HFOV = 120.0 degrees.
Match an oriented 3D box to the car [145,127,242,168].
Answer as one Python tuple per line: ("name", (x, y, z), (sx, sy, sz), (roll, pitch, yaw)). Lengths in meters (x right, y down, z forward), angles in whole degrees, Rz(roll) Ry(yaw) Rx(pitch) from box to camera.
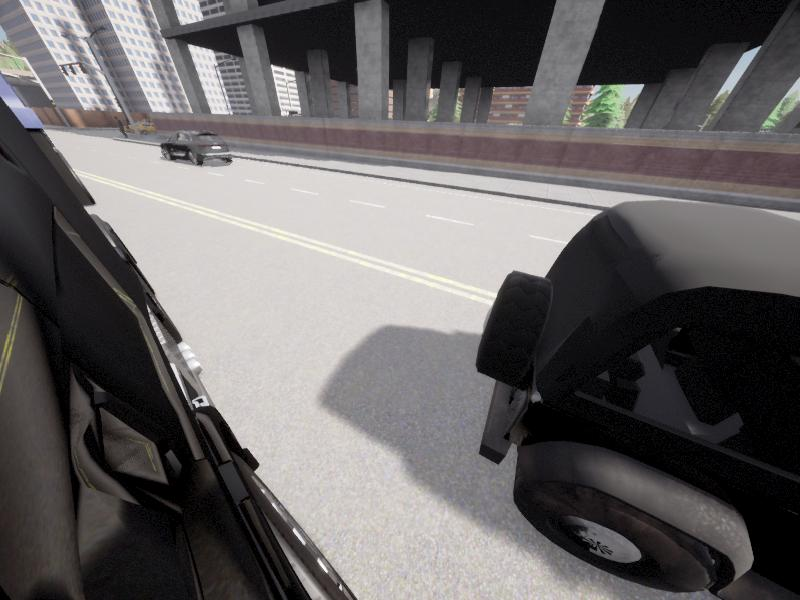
("car", (-12.234, -9.169, 13.781), (4.856, 1.649, 2.033), (20, 40, 21))

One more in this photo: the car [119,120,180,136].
("car", (-34.291, -23.716, 31.891), (1.801, 1.575, 5.366), (18, 39, 19))

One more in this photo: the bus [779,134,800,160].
("bus", (85.850, -29.855, 45.484), (10.273, 4.253, 3.944), (20, 40, 22))

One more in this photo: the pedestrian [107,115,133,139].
("pedestrian", (-28.822, -17.835, 23.838), (0.751, 1.860, 0.751), (-6, 38, -12))

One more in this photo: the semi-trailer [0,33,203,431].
("semi-trailer", (-8.770, -3.555, 4.156), (14.254, 4.402, 2.717), (27, 43, 29))

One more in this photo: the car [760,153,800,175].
("car", (38.111, -13.108, 22.280), (1.816, 1.474, 4.193), (20, 40, 21))

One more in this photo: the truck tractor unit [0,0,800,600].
("truck tractor unit", (-2.645, -0.295, 0.351), (6.516, 4.208, 3.053), (28, 44, 30))

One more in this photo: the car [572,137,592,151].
("car", (31.954, -27.594, 40.706), (1.905, 1.878, 3.866), (20, 40, 21))

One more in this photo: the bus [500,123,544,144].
("bus", (35.130, -48.132, 66.728), (10.273, 4.253, 3.944), (20, 40, 22))

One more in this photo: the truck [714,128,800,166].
("truck", (48.831, -21.133, 31.737), (2.891, 3.827, 8.468), (20, 40, 21))

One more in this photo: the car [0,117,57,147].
("car", (-29.273, -12.875, 17.650), (5.238, 1.638, 1.930), (20, 40, 21))

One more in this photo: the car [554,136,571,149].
("car", (29.377, -28.520, 41.782), (1.905, 1.878, 3.866), (20, 40, 21))

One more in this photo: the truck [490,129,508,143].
("truck", (23.516, -38.789, 54.718), (2.615, 2.467, 5.204), (20, 40, 21))

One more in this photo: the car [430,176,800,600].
("car", (2.425, 0.735, 1.237), (3.866, 1.878, 1.905), (20, 40, 21))

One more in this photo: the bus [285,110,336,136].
("bus", (-19.893, -40.096, 52.493), (3.944, 4.253, 10.273), (20, 40, 22))

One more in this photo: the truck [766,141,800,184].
("truck", (30.285, -9.466, 16.079), (2.627, 2.467, 5.204), (20, 40, 21))
